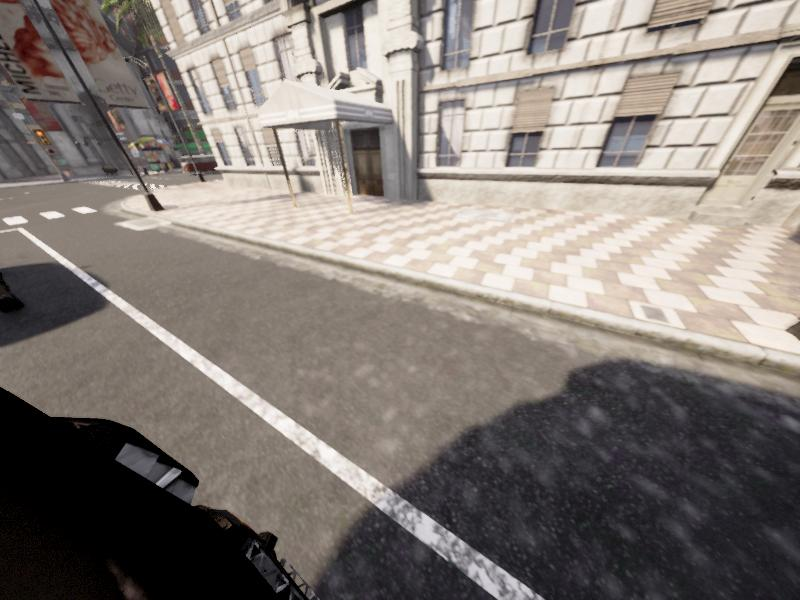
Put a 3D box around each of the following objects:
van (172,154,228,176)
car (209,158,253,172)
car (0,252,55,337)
[{"bbox_3d":[-24.133,-16.456,28.149,1.775,1.987,4.442,17,38,26],"label":"van"},{"bbox_3d":[-24.471,-19.680,33.602,1.895,1.301,4.718,17,38,27],"label":"car"},{"bbox_3d":[-8.330,-0.422,3.654,4.902,1.511,2.128,16,38,25],"label":"car"}]
